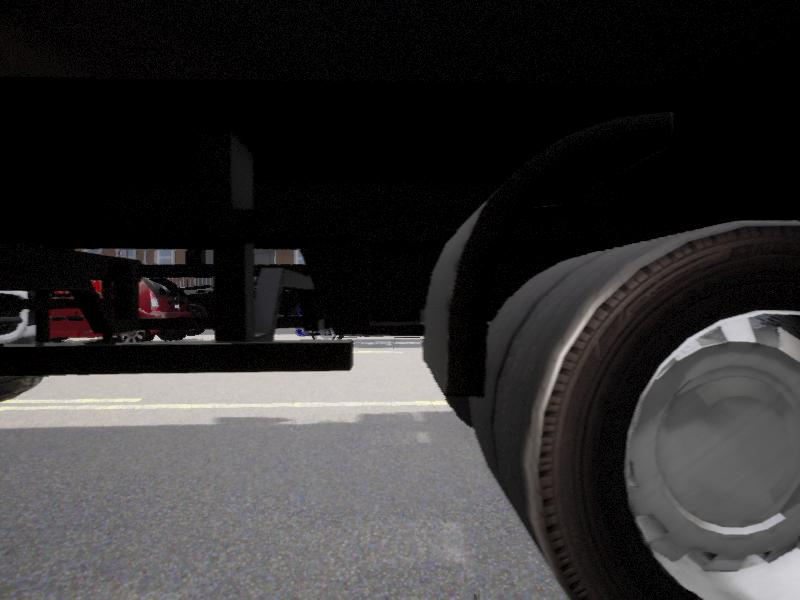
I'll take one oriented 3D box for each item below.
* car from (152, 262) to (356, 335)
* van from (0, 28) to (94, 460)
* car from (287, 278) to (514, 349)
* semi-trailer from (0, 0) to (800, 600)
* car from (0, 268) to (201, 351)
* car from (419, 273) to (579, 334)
[{"bbox_3d":[-4.247,-0.032,12.444,5.566,2.045,2.150,0,0,-3],"label":"car"},{"bbox_3d":[-5.296,-0.287,1.935,5.915,2.561,1.988,-1,0,-4],"label":"van"},{"bbox_3d":[-0.004,0.270,9.155,4.674,1.442,1.812,0,0,-3],"label":"car"},{"bbox_3d":[4.670,-1.220,2.368,14.254,4.402,2.717,0,0,-2],"label":"semi-trailer"},{"bbox_3d":[-6.858,0.188,8.838,3.988,1.617,1.851,0,0,-3],"label":"car"},{"bbox_3d":[2.975,0.094,12.811,4.553,1.767,2.097,0,0,-3],"label":"car"}]
